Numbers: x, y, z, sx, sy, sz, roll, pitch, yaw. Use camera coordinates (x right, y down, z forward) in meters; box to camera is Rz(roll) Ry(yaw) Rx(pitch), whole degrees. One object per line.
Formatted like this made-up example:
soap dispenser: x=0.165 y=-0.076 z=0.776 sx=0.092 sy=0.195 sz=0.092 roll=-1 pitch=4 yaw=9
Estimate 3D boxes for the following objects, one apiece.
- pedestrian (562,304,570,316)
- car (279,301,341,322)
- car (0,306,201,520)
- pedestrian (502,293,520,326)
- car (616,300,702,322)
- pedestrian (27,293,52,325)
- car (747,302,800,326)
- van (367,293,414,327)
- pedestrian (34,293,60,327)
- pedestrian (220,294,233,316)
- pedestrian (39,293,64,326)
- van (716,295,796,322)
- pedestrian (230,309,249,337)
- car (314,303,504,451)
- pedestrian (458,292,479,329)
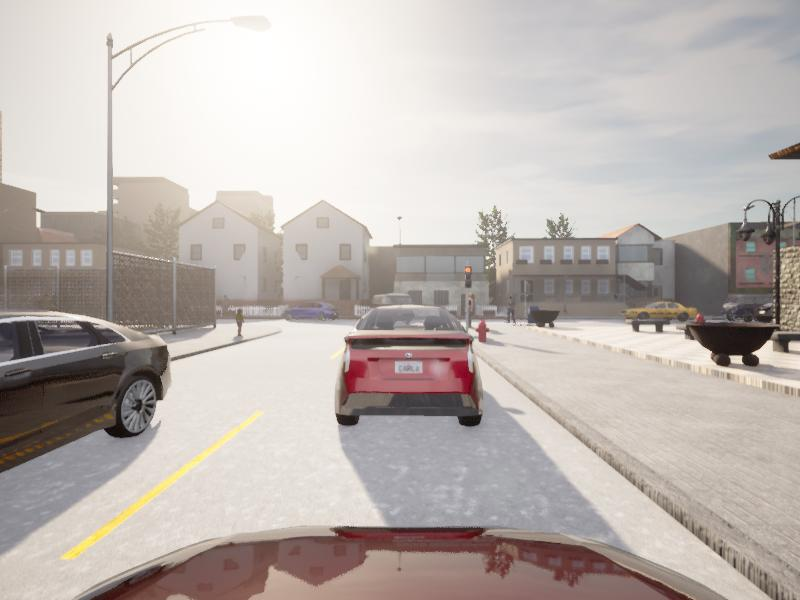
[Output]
pedestrian: x=14.954 y=0.912 z=35.999 sx=0.500 sy=1.100 sz=0.500 roll=0 pitch=0 yaw=1
car: x=-6.803 y=0.854 z=30.297 sx=4.193 sy=1.474 sz=1.816 roll=0 pitch=0 yaw=17
car: x=-3.953 y=0.836 z=3.277 sx=2.128 sy=1.511 sz=4.902 roll=0 pitch=0 yaw=1
pedestrian: x=6.455 y=0.524 z=23.282 sx=0.751 sy=1.860 sz=0.751 roll=0 pitch=0 yaw=-44
car: x=19.519 y=0.801 z=30.291 sx=5.366 sy=1.575 sz=1.801 roll=0 pitch=0 yaw=0
pedestrian: x=-21.270 y=0.534 z=23.609 sx=0.751 sy=1.860 sz=0.751 roll=0 pitch=0 yaw=6
car: x=25.965 y=0.850 z=26.045 sx=4.792 sy=1.488 sz=2.163 roll=0 pitch=0 yaw=1
van: x=-0.736 y=0.597 z=26.037 sx=1.775 sy=1.987 sz=4.442 roll=0 pitch=0 yaw=-19
pedestrian: x=-19.546 y=0.534 z=22.156 sx=0.751 sy=1.860 sz=0.751 roll=0 pitch=0 yaw=0
pedestrian: x=-14.422 y=0.412 z=33.293 sx=0.751 sy=1.860 sz=0.751 roll=0 pitch=0 yaw=6
pedestrian: x=-19.829 y=0.534 z=22.777 sx=0.751 sy=1.860 sz=0.751 roll=0 pitch=0 yaw=3
van: x=26.668 y=0.598 z=30.054 sx=4.442 sy=1.987 sz=1.775 roll=0 pitch=0 yaw=1
pedestrian: x=-6.499 y=0.914 z=16.213 sx=0.500 sy=1.100 sz=0.500 roll=0 pitch=0 yaw=29
car: x=0.137 y=0.828 z=6.489 sx=2.007 sy=1.525 sz=4.514 roll=0 pitch=0 yaw=1
pedestrian: x=3.531 y=0.519 z=20.557 sx=0.751 sy=1.860 sz=0.751 roll=0 pitch=0 yaw=-26
